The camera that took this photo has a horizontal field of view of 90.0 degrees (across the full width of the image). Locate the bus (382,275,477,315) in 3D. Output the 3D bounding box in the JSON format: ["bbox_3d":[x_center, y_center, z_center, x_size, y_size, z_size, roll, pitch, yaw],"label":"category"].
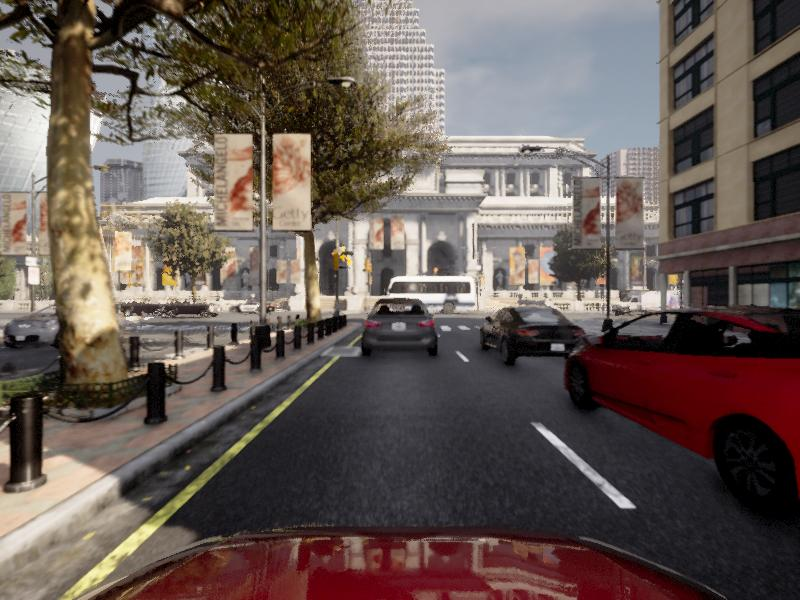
[{"bbox_3d":[3.225,-0.532,45.352,10.273,4.253,3.944,0,0,0],"label":"bus"}]

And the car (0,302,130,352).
[{"bbox_3d":[-11.544,0.826,13.959,1.845,1.501,3.633,0,0,-1],"label":"car"}]

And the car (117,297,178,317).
[{"bbox_3d":[-24.292,0.656,38.583,4.605,1.855,1.932,-1,0,0],"label":"car"}]

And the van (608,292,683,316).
[{"bbox_3d":[25.586,0.379,41.883,6.366,2.431,2.351,0,0,0],"label":"van"}]

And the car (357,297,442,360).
[{"bbox_3d":[-0.004,0.757,12.941,2.242,1.667,4.611,0,0,0],"label":"car"}]

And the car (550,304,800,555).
[{"bbox_3d":[3.500,0.829,4.419,2.007,1.525,4.514,0,0,0],"label":"car"}]

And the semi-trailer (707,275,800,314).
[{"bbox_3d":[43.086,-0.616,45.701,14.254,4.402,2.717,0,0,-2],"label":"semi-trailer"}]

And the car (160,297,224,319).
[{"bbox_3d":[-18.179,0.656,35.061,4.605,1.855,1.932,-1,0,0],"label":"car"}]

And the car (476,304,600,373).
[{"bbox_3d":[3.455,0.870,11.068,1.812,1.442,4.674,0,0,0],"label":"car"}]

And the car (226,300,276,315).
[{"bbox_3d":[-16.715,0.824,44.912,4.974,1.542,2.038,0,1,13],"label":"car"}]
